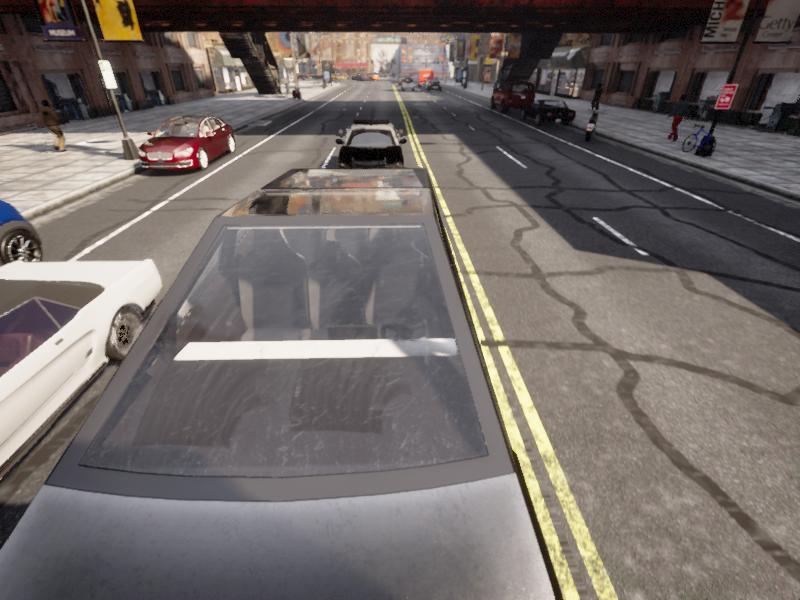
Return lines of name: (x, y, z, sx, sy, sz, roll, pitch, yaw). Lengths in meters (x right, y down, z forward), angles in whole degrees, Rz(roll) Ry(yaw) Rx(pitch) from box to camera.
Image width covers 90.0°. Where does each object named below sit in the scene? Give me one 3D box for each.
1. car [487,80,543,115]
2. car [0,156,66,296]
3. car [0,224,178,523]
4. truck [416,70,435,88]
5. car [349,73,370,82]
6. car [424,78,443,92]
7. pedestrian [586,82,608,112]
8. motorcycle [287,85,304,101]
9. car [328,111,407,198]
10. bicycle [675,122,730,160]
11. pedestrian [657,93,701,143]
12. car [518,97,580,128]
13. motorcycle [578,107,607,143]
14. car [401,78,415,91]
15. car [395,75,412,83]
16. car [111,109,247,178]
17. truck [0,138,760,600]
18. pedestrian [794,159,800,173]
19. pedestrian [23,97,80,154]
car: (8.634, -15.601, 30.670, 2.435, 2.045, 5.566, -1, 30, -2)
car: (-7.146, -0.401, 4.904, 2.185, 1.767, 4.553, -1, 30, -2)
car: (-4.042, 0.813, 3.321, 1.895, 1.301, 4.718, -1, 30, -2)
truck: (4.239, -36.858, 66.582, 2.627, 2.467, 5.204, -1, 30, -2)
car: (-9.314, -51.254, 92.104, 2.242, 1.667, 4.611, -27, 39, -37)
car: (4.646, -30.107, 55.913, 2.038, 1.542, 4.974, -1, 30, -2)
pedestrian: (14.079, -14.510, 28.641, 0.751, 1.860, 0.751, -5, 31, -8)
motorcycle: (-10.160, -20.177, 38.947, 0.856, 1.236, 1.805, -18, 35, -27)
car: (-0.872, -4.736, 12.472, 1.930, 1.638, 5.238, -1, 30, -2)
bicycle: (11.076, -5.877, 14.727, 0.373, 1.024, 1.643, 8, 30, -7)
pedestrian: (11.937, -7.807, 17.176, 0.751, 1.860, 0.751, -1, 30, -3)
car: (8.913, -11.553, 24.475, 1.895, 1.301, 4.718, -1, 30, -2)
motorcycle: (9.062, -8.248, 18.806, 0.764, 1.277, 2.356, 15, 33, 24)
car: (1.090, -30.963, 57.422, 1.851, 1.617, 3.988, -1, 30, -2)
car: (0.769, -46.456, 84.059, 1.994, 1.385, 4.181, -13, 33, -21)
car: (-7.454, -5.730, 14.266, 2.231, 1.521, 4.892, -1, 30, -2)
truck: (-0.550, 0.070, 3.801, 2.390, 2.098, 6.274, -1, 30, -1)
pedestrian: (12.793, -4.668, 11.811, 0.751, 1.860, 0.751, 1, 30, 2)
pedestrian: (-12.886, -6.478, 14.863, 0.751, 1.860, 0.751, 1, 30, 1)
